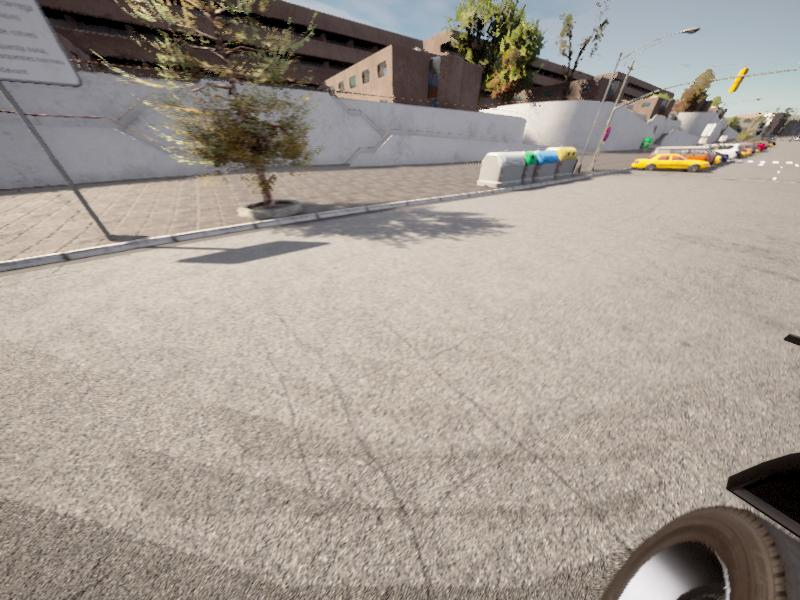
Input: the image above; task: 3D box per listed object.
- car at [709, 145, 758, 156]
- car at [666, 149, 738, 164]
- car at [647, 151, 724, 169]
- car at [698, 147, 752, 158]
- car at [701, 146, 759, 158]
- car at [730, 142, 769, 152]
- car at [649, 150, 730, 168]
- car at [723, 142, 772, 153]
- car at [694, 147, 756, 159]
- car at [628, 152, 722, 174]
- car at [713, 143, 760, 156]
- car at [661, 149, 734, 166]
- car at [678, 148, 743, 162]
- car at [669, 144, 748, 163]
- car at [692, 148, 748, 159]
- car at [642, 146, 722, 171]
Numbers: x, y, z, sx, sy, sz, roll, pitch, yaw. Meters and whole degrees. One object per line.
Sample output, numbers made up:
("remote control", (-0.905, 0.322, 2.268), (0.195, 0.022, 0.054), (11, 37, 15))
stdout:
("car", (62.186, -27.975, 43.248), (4.553, 1.767, 2.185), (20, 39, 29))
("car", (37.791, -18.138, 29.175), (5.008, 1.535, 2.097), (20, 39, 29))
("car", (30.456, -15.161, 24.971), (4.792, 1.488, 2.163), (20, 40, 29))
("car", (54.824, -24.949, 39.104), (4.792, 1.488, 2.163), (20, 39, 29))
("car", (57.441, -25.883, 40.406), (5.366, 1.575, 1.946), (20, 39, 29))
("car", (84.207, -36.965, 55.808), (4.442, 1.987, 1.878), (20, 39, 29))
("car", (32.764, -16.223, 26.438), (5.366, 1.575, 1.946), (20, 39, 29))
("car", (81.643, -36.020, 54.463), (5.566, 2.045, 2.435), (20, 40, 29))
("car", (52.566, -23.944, 37.567), (5.366, 1.575, 1.946), (20, 39, 29))
("car", (25.761, -13.153, 22.038), (5.366, 1.575, 1.946), (20, 39, 29))
("car", (64.703, -29.013, 44.576), (4.442, 1.987, 1.878), (20, 39, 29))
("car", (35.359, -17.146, 27.756), (4.892, 1.521, 2.231), (20, 39, 29))
("car", (42.663, -20.101, 32.003), (4.892, 1.521, 2.231), (20, 39, 29))
("car", (40.198, -19.332, 30.453), (5.566, 2.045, 2.435), (20, 39, 29))
("car", (49.977, -22.989, 36.258), (4.674, 1.452, 2.002), (20, 39, 29))
("car", (28.138, -14.346, 23.355), (4.442, 1.987, 1.878), (20, 39, 29))
